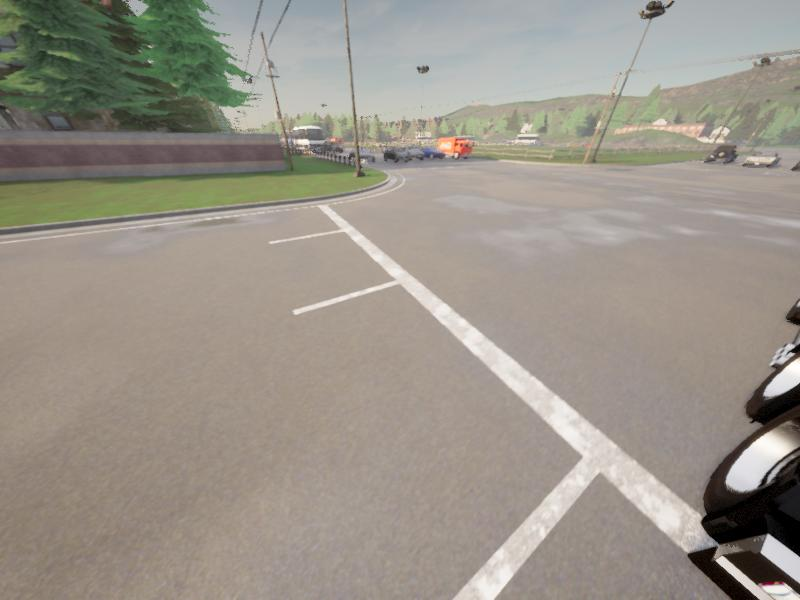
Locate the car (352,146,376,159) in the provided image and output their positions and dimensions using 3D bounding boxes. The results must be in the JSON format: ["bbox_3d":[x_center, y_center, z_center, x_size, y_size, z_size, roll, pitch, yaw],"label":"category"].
[{"bbox_3d":[-5.374,-22.136,34.593,1.994,1.385,4.181,-18,39,-24],"label":"car"}]

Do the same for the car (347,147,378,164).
[{"bbox_3d":[-4.539,-17.335,27.630,1.812,1.442,4.674,-19,39,-25],"label":"car"}]

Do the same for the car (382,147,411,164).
[{"bbox_3d":[-0.453,-17.359,27.599,1.789,1.549,3.705,-19,39,-25],"label":"car"}]

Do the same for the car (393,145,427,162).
[{"bbox_3d":[1.236,-19.659,30.859,2.152,1.651,5.027,-19,39,-25],"label":"car"}]

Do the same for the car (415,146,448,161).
[{"bbox_3d":[4.244,-20.635,32.359,1.882,1.535,5.008,-19,39,-25],"label":"car"}]

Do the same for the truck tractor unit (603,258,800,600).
[{"bbox_3d":[5.099,-0.313,0.794,6.516,4.208,3.053,-19,39,-25],"label":"truck tractor unit"}]

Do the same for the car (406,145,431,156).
[{"bbox_3d":[3.074,-25.634,39.547,2.007,1.525,4.514,-19,39,-25],"label":"car"}]

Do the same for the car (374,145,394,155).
[{"bbox_3d":[-2.893,-27.423,42.119,1.970,1.475,3.806,-19,39,-25],"label":"car"}]

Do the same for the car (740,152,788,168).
[{"bbox_3d":[39.503,-15.242,25.081,4.718,1.301,1.895,-18,39,-25],"label":"car"}]

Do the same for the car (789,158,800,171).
[{"bbox_3d":[39.746,-13.155,21.753,4.611,1.667,2.242,-18,39,-25],"label":"car"}]

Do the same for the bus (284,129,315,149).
[{"bbox_3d":[-27.677,-44.127,63.528,3.944,4.253,10.273,-24,42,-33],"label":"bus"}]

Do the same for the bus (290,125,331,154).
[{"bbox_3d":[-17.464,-30.924,44.632,3.944,4.253,10.273,-21,40,-27],"label":"bus"}]

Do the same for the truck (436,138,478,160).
[{"bbox_3d":[7.882,-21.433,32.710,2.627,2.467,5.204,-19,39,-25],"label":"truck"}]
